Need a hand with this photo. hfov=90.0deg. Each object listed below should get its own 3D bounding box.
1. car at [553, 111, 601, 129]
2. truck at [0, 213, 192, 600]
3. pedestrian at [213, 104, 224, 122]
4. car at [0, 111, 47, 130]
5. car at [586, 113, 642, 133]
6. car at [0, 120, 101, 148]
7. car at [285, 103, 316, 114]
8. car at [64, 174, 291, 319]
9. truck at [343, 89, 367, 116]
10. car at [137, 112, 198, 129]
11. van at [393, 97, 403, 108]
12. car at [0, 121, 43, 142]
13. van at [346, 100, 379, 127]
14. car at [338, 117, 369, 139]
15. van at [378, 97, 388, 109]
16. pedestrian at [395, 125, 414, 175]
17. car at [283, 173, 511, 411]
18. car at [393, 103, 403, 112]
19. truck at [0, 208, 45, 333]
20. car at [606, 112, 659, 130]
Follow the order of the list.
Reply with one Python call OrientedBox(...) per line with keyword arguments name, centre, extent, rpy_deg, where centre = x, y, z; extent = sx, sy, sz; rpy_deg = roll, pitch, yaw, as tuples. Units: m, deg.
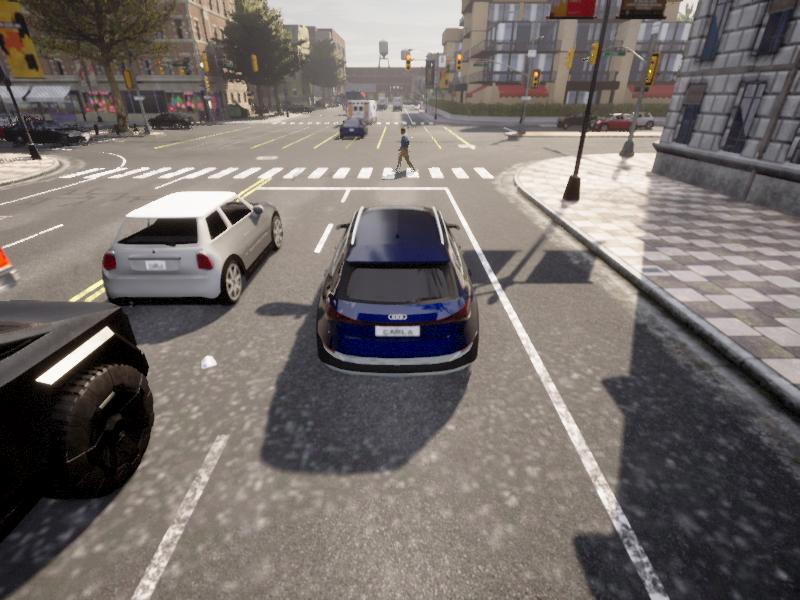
OrientedBox(name="car", centre=(17.358, -17.676, 39.329), extent=(3.705, 1.549, 1.789), rpy_deg=(0, 27, 0))
OrientedBox(name="truck", centre=(-3.506, 1.609, 1.187), extent=(2.390, 2.098, 6.274), rpy_deg=(0, 27, 0))
OrientedBox(name="pedestrian", centre=(-21.130, -21.764, 46.565), extent=(0.751, 1.860, 0.751), rpy_deg=(-4, 27, -7))
OrientedBox(name="car", centre=(-38.340, -17.673, 39.350), extent=(4.974, 1.542, 2.038), rpy_deg=(0, 27, 0))
OrientedBox(name="car", centre=(19.292, -16.043, 36.233), extent=(3.806, 1.475, 1.970), rpy_deg=(0, 27, 0))
OrientedBox(name="car", centre=(-22.829, -10.809, 26.007), extent=(4.902, 1.511, 2.128), rpy_deg=(0, 27, 0))
OrientedBox(name="car", centre=(-17.854, -34.377, 71.747), extent=(5.238, 1.638, 1.930), rpy_deg=(12, 29, 21))
OrientedBox(name="car", centre=(-3.538, -1.235, 7.405), extent=(1.970, 1.475, 3.806), rpy_deg=(0, 27, 0))
OrientedBox(name="truck", centre=(-7.397, -33.032, 66.730), extent=(2.891, 3.827, 8.468), rpy_deg=(0, 27, 0))
OrientedBox(name="car", centre=(-22.766, -17.633, 39.364), extent=(4.674, 1.442, 1.812), rpy_deg=(0, 27, 0))
OrientedBox(name="van", centre=(-0.584, -49.182, 99.699), extent=(2.351, 2.431, 6.366), rpy_deg=(0, 27, 0))
OrientedBox(name="car", centre=(-29.432, -12.314, 29.170), extent=(4.718, 1.301, 1.895), rpy_deg=(0, 27, 0))
OrientedBox(name="van", centre=(-4.077, -20.928, 44.703), extent=(2.351, 2.431, 6.366), rpy_deg=(3, 27, 5))
OrientedBox(name="car", centre=(-3.684, -13.880, 32.139), extent=(1.994, 1.385, 4.181), rpy_deg=(0, 27, 0))
OrientedBox(name="van", centre=(-4.073, -48.169, 97.726), extent=(2.351, 2.431, 6.366), rpy_deg=(0, 27, 0))
OrientedBox(name="pedestrian", centre=(0.194, -6.292, 16.777), extent=(0.751, 1.860, 0.751), rpy_deg=(0, 27, -1))
OrientedBox(name="car", centre=(-0.032, -0.649, 6.098), extent=(2.033, 1.649, 4.856), rpy_deg=(0, 27, 0))
OrientedBox(name="car", centre=(-0.477, -39.481, 81.937), extent=(2.033, 1.411, 5.357), rpy_deg=(0, 27, 0))
OrientedBox(name="truck", centre=(-7.012, 0.189, 3.545), extent=(2.627, 2.467, 5.204), rpy_deg=(0, 27, 0))
OrientedBox(name="car", centre=(22.791, -17.641, 39.344), extent=(3.806, 1.475, 1.970), rpy_deg=(0, 27, 0))
